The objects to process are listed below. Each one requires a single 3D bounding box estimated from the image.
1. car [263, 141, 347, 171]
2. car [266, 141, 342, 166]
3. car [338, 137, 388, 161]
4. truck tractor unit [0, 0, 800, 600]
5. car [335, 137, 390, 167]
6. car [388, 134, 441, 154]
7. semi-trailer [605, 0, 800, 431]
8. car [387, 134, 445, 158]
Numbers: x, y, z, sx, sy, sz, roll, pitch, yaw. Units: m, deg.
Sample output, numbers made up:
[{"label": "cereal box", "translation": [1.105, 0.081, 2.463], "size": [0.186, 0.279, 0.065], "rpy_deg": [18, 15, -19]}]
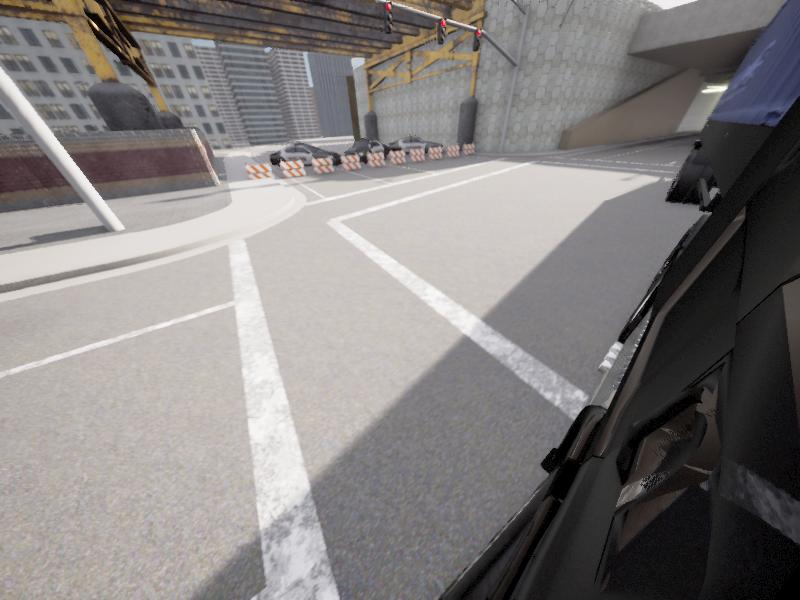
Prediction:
[{"label": "car", "translation": [-6.640, -10.265, 16.460], "size": [4.974, 1.542, 2.038], "rpy_deg": [5, 37, 10]}, {"label": "car", "translation": [-6.697, -10.395, 16.375], "size": [4.536, 1.218, 1.853], "rpy_deg": [5, 37, 10]}, {"label": "car", "translation": [-2.751, -12.020, 18.315], "size": [1.853, 1.218, 4.536], "rpy_deg": [11, 39, 18]}, {"label": "truck tractor unit", "translation": [2.645, -0.295, 0.352], "size": [6.516, 4.208, 3.053], "rpy_deg": [-28, 44, -30]}, {"label": "car", "translation": [-2.764, -11.864, 18.371], "size": [2.038, 1.542, 4.974], "rpy_deg": [11, 39, 18]}, {"label": "car", "translation": [1.276, -14.230, 21.033], "size": [4.536, 1.218, 1.853], "rpy_deg": [-4, 37, -2]}, {"label": "semi-trailer", "translation": [8.327, -3.822, 4.576], "size": [2.717, 4.402, 14.254], "rpy_deg": [29, 47, 35]}, {"label": "car", "translation": [1.333, -14.108, 21.129], "size": [4.974, 1.542, 2.038], "rpy_deg": [-4, 37, -2]}]
